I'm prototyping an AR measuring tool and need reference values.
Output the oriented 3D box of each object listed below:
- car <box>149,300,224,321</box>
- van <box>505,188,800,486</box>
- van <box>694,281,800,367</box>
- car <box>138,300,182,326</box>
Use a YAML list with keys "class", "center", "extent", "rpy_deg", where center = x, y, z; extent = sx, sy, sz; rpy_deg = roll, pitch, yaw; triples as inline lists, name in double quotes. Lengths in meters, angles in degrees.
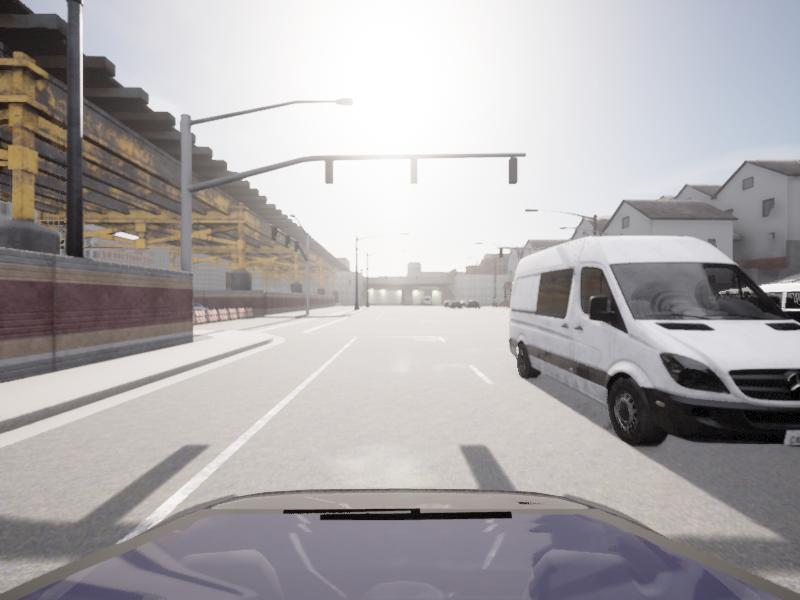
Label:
- class: "car"
  center: [-16.897, 0.781, 32.002]
  extent: [2.038, 1.542, 4.974]
  rpy_deg: [0, 0, 28]
- class: "van"
  center: [3.458, 0.319, 6.392]
  extent: [1.988, 2.561, 5.915]
  rpy_deg: [0, 0, 0]
- class: "van"
  center: [10.444, 0.566, 10.562]
  extent: [2.069, 2.038, 4.480]
  rpy_deg: [0, 0, 0]
- class: "car"
  center: [-16.081, 0.784, 26.640]
  extent: [2.038, 1.542, 4.974]
  rpy_deg: [0, 0, -37]
